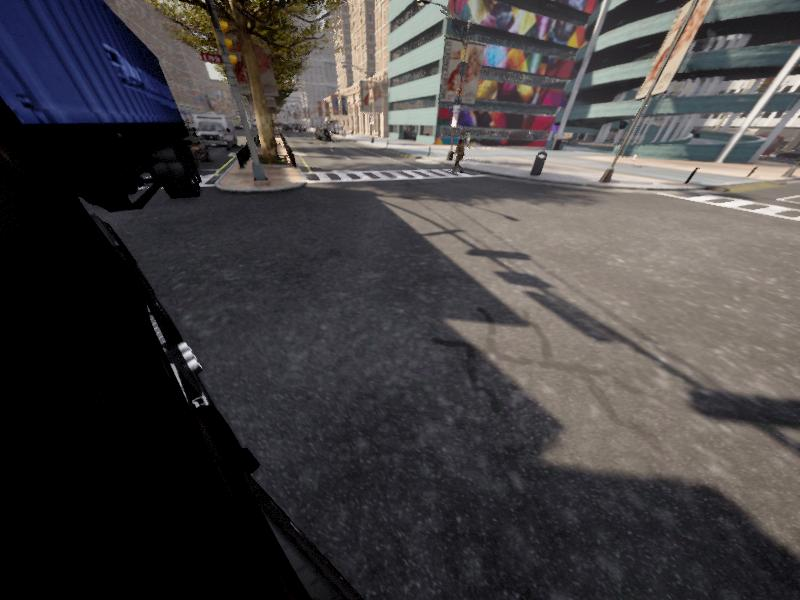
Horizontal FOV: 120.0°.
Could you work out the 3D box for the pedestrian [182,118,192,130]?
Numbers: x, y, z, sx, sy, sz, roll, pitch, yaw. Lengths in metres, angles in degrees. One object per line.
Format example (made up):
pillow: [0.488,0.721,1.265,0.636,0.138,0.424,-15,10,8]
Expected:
pedestrian: [-43.398,-35.871,47.124,0.751,1.860,0.751,-20,42,-28]

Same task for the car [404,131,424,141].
car: [2.826,-34.188,48.114,2.161,1.482,4.786,-13,39,-20]

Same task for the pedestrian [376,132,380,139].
pedestrian: [-4.451,-33.562,47.020,0.500,1.100,0.500,31,45,33]

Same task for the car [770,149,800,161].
car: [69.991,-25.440,40.660,2.128,1.511,4.902,3,37,0]

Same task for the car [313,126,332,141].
car: [-12.388,-26.612,36.896,1.932,1.855,4.605,-13,39,-19]

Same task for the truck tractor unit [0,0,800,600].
truck tractor unit: [-2.645,-0.295,0.351,6.516,4.208,3.053,28,44,30]

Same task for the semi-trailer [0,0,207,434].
semi-trailer: [-7.281,-4.296,5.252,2.717,4.402,14.254,-19,42,-26]

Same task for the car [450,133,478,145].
car: [11.174,-28.568,41.040,2.128,1.511,4.902,-13,39,-20]

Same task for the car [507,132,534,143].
car: [30.322,-41.036,58.281,2.435,2.045,5.566,-13,39,-20]

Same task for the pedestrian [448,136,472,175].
pedestrian: [3.477,-8.481,13.595,0.751,1.860,0.751,-12,39,-18]

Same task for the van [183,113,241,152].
van: [-16.306,-14.915,20.569,2.351,2.431,6.366,-13,39,-20]

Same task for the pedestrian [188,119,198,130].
pedestrian: [-42.603,-36.113,47.495,0.751,1.860,0.751,-14,40,-20]

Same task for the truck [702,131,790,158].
truck: [66.429,-30.240,44.864,2.891,3.827,8.468,-4,37,-8]

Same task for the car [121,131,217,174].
car: [-12.044,-8.135,12.558,2.163,1.488,4.792,-13,39,-19]

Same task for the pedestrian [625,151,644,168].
pedestrian: [19.551,-11.732,19.289,0.500,1.100,0.500,-8,38,-13]

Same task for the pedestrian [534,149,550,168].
pedestrian: [10.316,-10.284,16.797,0.500,1.100,0.500,-5,37,-10]

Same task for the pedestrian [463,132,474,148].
pedestrian: [9.451,-22.035,31.817,0.751,1.860,0.751,-25,45,-32]

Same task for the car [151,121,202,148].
car: [-20.590,-15.506,21.557,1.932,1.855,4.605,-13,40,-20]

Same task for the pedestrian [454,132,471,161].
pedestrian: [4.909,-12.136,18.312,0.751,1.860,0.751,-6,38,-11]

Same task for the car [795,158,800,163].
car: [61.337,-20.334,33.303,2.007,1.525,4.514,14,38,15]
